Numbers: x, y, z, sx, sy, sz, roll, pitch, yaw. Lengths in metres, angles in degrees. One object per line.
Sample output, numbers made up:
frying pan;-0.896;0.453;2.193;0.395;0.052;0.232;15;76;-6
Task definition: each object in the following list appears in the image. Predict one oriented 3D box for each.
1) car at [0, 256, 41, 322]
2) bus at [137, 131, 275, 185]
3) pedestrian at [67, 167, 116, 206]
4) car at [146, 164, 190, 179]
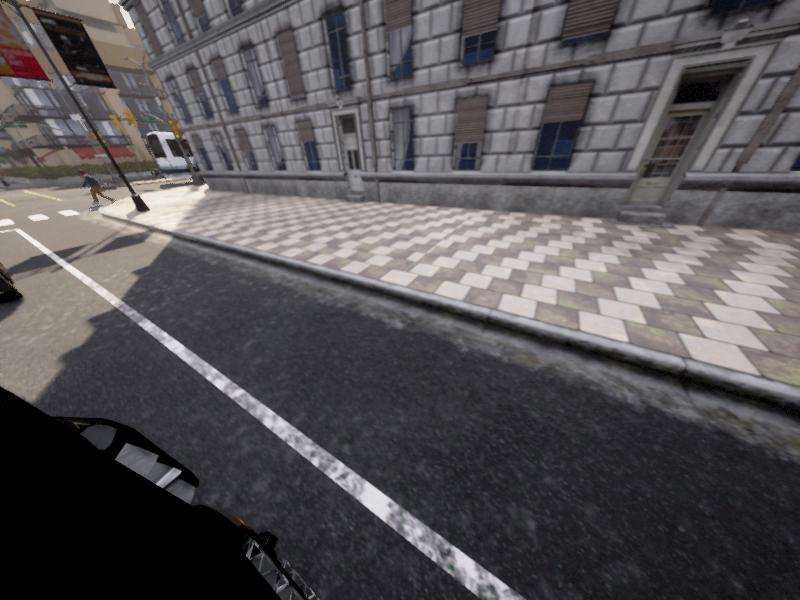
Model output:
car;-9.294;-0.614;4.161;4.856;1.649;2.033;16;38;26
bus;-20.374;-15.895;25.699;3.944;4.253;10.273;16;37;26
pedestrian;-17.381;-6.405;13.043;0.751;1.860;0.751;15;38;25
car;-32.907;-18.363;32.867;1.789;1.549;3.705;16;38;26
